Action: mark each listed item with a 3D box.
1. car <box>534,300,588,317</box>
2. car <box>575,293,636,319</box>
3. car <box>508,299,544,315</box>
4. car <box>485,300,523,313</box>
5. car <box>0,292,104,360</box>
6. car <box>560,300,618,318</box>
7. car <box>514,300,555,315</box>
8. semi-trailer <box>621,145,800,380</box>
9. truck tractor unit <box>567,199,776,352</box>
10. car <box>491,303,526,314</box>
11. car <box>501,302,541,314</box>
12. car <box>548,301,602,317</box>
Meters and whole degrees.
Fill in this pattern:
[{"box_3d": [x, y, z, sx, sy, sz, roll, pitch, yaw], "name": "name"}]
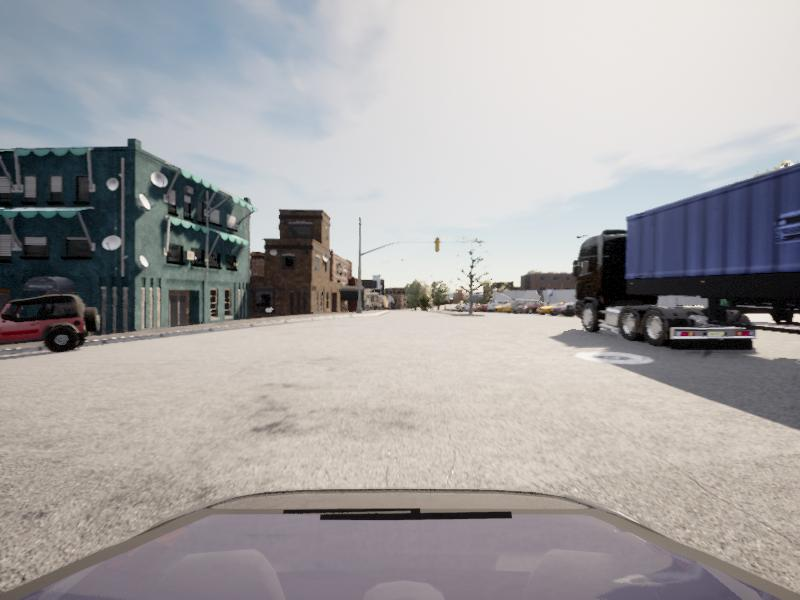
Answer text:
[{"box_3d": [16.862, 0.894, 41.879, 5.366, 1.575, 1.946, 2, -1, -20], "name": "car"}, {"box_3d": [16.914, 0.503, 32.972, 4.442, 1.987, 1.878, 2, -1, -20], "name": "car"}, {"box_3d": [16.959, 0.900, 53.816, 4.442, 1.987, 1.878, 2, -1, -20], "name": "car"}, {"box_3d": [17.115, 1.116, 65.783, 5.566, 2.045, 2.435, 2, -2, -20], "name": "car"}, {"box_3d": [-12.161, 0.855, 12.968, 3.866, 1.878, 1.905, -5, 0, -32], "name": "car"}, {"box_3d": [17.018, 0.829, 35.991, 4.674, 1.452, 2.002, 2, -1, -20], "name": "car"}, {"box_3d": [17.088, 0.948, 50.889, 4.553, 1.767, 2.185, 2, -1, -20], "name": "car"}, {"box_3d": [8.858, -0.675, 6.445, 2.717, 4.402, 14.254, 0, 1, 0], "name": "semi-trailer"}, {"box_3d": [8.874, -0.756, 14.360, 3.053, 4.208, 6.516, 0, 2, 0], "name": "truck tractor unit"}, {"box_3d": [17.084, 1.304, 62.787, 5.008, 1.535, 2.097, 2, -1, -20], "name": "car"}, {"box_3d": [17.239, 1.189, 56.901, 5.366, 1.575, 1.946, 2, -1, -20], "name": "car"}, {"box_3d": [17.032, 0.886, 38.964, 4.674, 1.452, 2.002, 2, -1, -20], "name": "car"}]
